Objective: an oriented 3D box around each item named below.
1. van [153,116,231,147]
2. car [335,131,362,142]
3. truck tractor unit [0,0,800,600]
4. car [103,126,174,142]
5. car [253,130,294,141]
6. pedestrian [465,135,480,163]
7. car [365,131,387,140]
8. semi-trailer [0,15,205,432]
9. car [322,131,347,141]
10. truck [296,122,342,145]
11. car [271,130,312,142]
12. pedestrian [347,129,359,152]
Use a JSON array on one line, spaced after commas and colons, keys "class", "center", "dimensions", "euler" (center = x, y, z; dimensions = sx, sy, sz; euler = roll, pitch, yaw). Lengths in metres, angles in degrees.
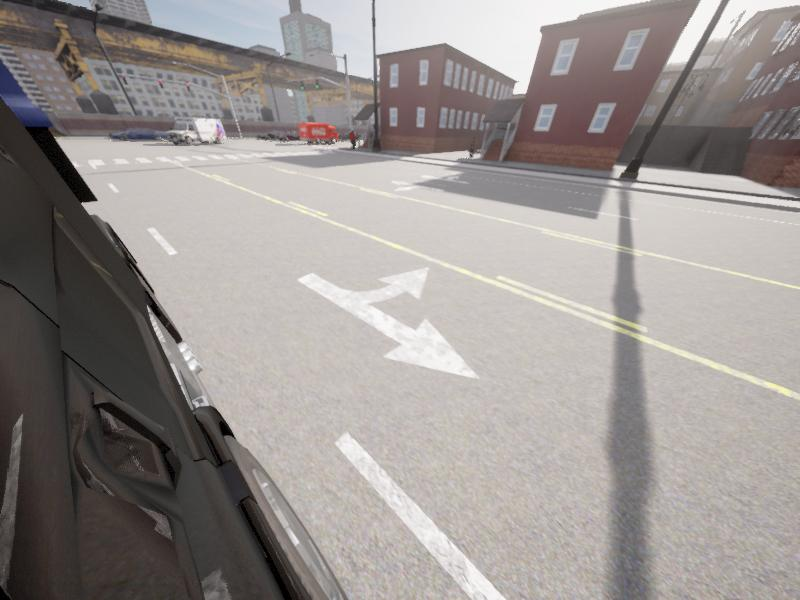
[{"class": "van", "center": [-22.669, -18.769, 25.774], "dimensions": [2.351, 2.431, 6.366], "euler": [5, 37, 4]}, {"class": "car", "center": [-9.733, -31.022, 43.823], "dimensions": [1.837, 1.490, 4.892], "euler": [27, 43, 30]}, {"class": "truck tractor unit", "center": [-2.645, -0.295, 0.351], "dimensions": [6.516, 4.208, 3.053], "euler": [28, 44, 30]}, {"class": "car", "center": [-30.902, -19.734, 27.518], "dimensions": [2.033, 1.411, 5.357], "euler": [28, 43, 30]}, {"class": "car", "center": [-20.465, -26.878, 37.735], "dimensions": [2.033, 1.411, 5.357], "euler": [28, 43, 30]}, {"class": "pedestrian", "center": [6.012, -12.564, 19.216], "dimensions": [0.751, 1.860, 0.751], "euler": [14, 38, 15]}, {"class": "car", "center": [-5.411, -37.287, 52.376], "dimensions": [2.242, 1.667, 4.611], "euler": [28, 44, 30]}, {"class": "semi-trailer", "center": [-8.940, -3.401, 4.018], "dimensions": [14.254, 4.402, 2.717], "euler": [25, 42, 27]}, {"class": "car", "center": [-12.828, -32.088, 45.209], "dimensions": [1.994, 1.385, 4.181], "euler": [28, 44, 30]}, {"class": "truck", "center": [-11.430, -23.764, 33.090], "dimensions": [2.627, 2.467, 5.204], "euler": [28, 43, 30]}, {"class": "car", "center": [-17.083, -25.952, 36.660], "dimensions": [2.033, 1.411, 5.357], "euler": [28, 43, 30]}, {"class": "pedestrian", "center": [-4.713, -16.035, 23.199], "dimensions": [0.751, 1.860, 0.751], "euler": [-28, 46, -35]}]
